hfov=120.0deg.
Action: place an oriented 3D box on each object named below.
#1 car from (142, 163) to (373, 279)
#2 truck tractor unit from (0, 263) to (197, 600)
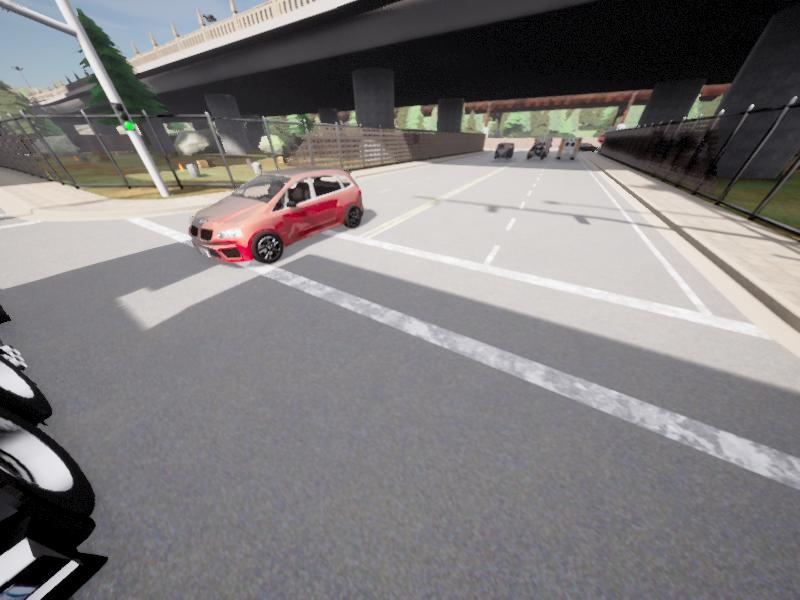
[{"bbox_3d":[-3.044,-2.558,6.285,2.242,1.667,4.611,18,38,24],"label":"car"},{"bbox_3d":[-5.108,-0.303,0.782,6.516,4.208,3.053,18,39,24],"label":"truck tractor unit"}]
